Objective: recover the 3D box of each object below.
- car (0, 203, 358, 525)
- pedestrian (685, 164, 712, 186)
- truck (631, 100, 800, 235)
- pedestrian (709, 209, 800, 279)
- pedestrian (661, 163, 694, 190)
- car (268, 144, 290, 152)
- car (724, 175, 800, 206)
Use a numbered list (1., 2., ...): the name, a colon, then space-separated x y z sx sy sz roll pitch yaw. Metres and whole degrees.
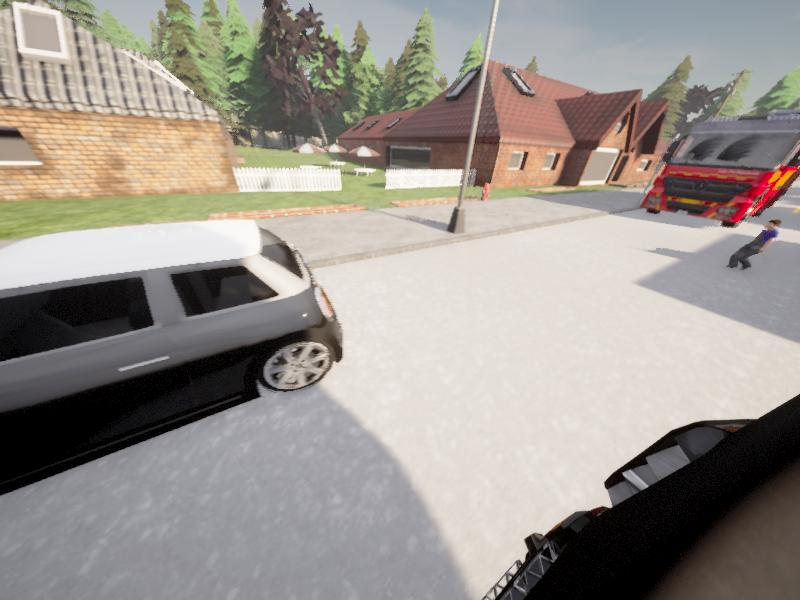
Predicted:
1. car: -2.585 0.231 2.070 3.806 1.475 1.970 -16 38 -26
2. pedestrian: 30.064 -12.599 23.288 0.751 1.860 0.751 -16 38 -26
3. truck: 14.992 -5.744 10.278 8.468 3.827 2.891 -16 38 -26
4. pedestrian: 8.369 -1.301 5.324 0.751 1.300 0.751 15 35 17
5. pedestrian: 22.531 -9.988 18.784 0.751 1.860 0.751 -7 35 -15
6. car: -32.551 -40.988 62.292 4.902 1.511 2.128 -16 38 -26
7. car: 26.014 -7.932 16.501 4.902 1.511 2.128 -16 38 -26
